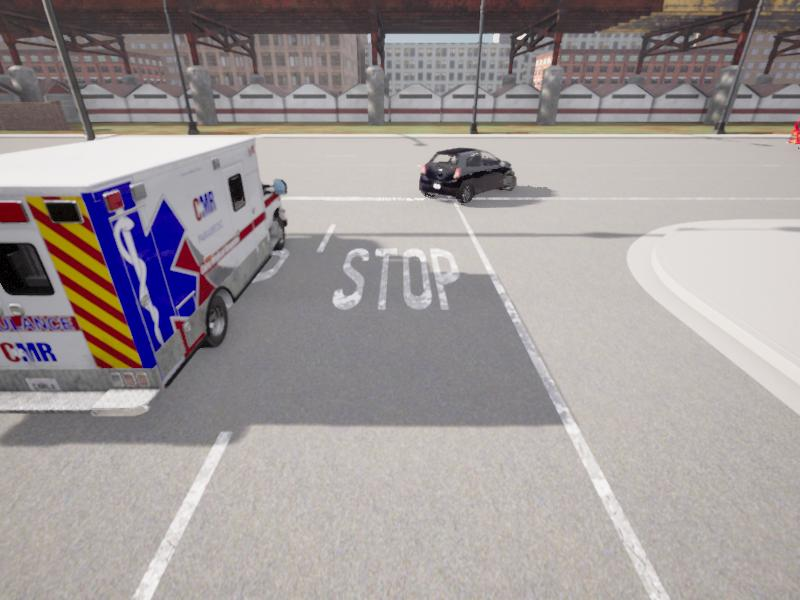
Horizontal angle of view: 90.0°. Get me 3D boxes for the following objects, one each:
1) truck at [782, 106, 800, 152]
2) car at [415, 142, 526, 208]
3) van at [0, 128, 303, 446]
[{"bbox_3d":[28.435,-10.569,23.139,8.468,3.827,2.891,0,27,1],"label":"truck"},{"bbox_3d":[2.400,-4.331,13.459,1.845,1.501,3.633,23,35,39],"label":"car"},{"bbox_3d":[-3.493,-1.113,6.178,2.351,2.431,6.366,0,27,0],"label":"van"}]
